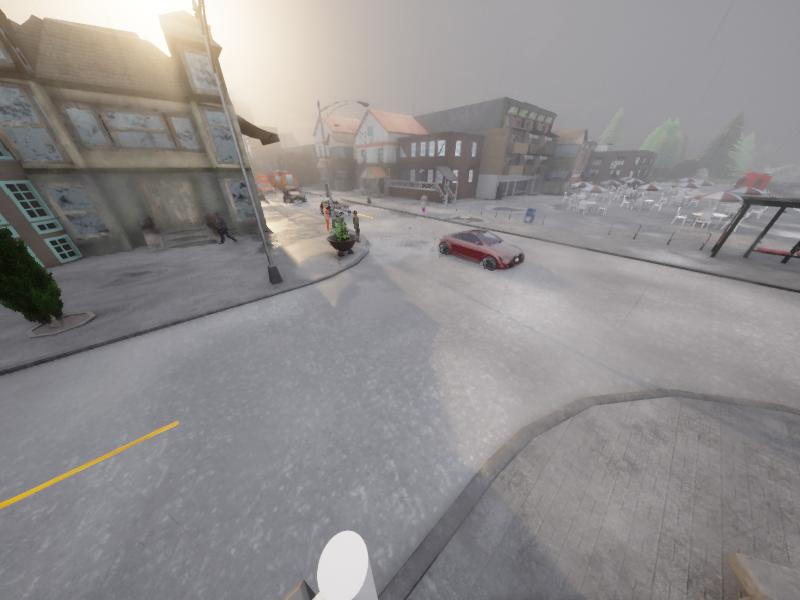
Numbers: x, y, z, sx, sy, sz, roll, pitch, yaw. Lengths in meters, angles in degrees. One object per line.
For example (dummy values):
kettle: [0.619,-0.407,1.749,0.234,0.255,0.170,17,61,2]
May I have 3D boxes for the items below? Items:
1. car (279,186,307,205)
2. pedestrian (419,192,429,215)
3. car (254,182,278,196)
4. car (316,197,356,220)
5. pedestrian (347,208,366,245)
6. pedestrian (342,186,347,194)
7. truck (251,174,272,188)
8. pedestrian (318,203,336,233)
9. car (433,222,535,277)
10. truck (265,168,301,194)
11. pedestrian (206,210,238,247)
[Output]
car: [-13.786,-13.500,29.704,1.905,1.878,3.866,-23,37,-34]
pedestrian: [2.290,-9.220,22.065,0.751,1.860,0.751,7,31,11]
car: [-22.403,-18.592,38.622,2.097,1.767,4.553,-23,37,-34]
car: [-6.093,-8.738,21.871,1.970,1.475,3.806,-23,37,-34]
pedestrian: [-2.539,-4.324,13.587,0.751,1.860,0.751,-12,32,-20]
pedestrian: [-9.537,-18.785,39.440,0.500,1.100,0.500,25,38,36]
truck: [-32.483,-28.002,54.242,2.627,2.467,5.204,-23,37,-34]
pedestrian: [-5.016,-5.658,15.897,0.751,1.860,0.751,0,30,1]
car: [3.944,-2.717,11.547,1.994,1.385,4.181,-23,37,-34]
truck: [-21.787,-22.220,42.874,2.891,3.827,8.468,-23,37,-34]
pedestrian: [-10.160,-4.111,13.243,0.751,1.860,0.751,25,38,36]
